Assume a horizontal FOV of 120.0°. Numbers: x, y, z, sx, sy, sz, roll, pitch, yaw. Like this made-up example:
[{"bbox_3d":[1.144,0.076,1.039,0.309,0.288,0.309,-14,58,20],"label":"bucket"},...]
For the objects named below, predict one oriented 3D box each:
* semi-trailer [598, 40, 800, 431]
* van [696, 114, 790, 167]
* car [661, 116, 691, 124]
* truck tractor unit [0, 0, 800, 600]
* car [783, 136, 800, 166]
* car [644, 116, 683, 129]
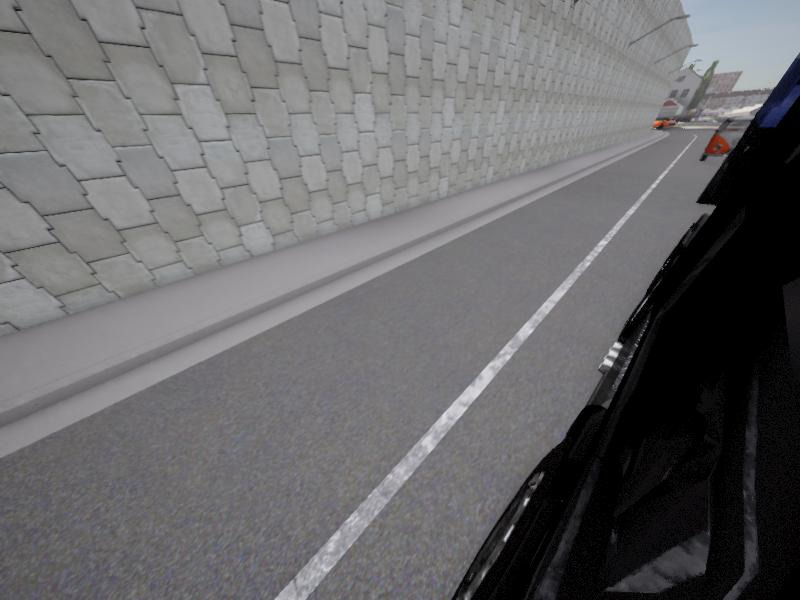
[{"bbox_3d":[8.700,-3.606,4.223,14.254,4.402,2.717,-28,44,-30],"label":"semi-trailer"},{"bbox_3d":[17.819,-8.537,12.246,4.442,1.987,1.775,-31,45,-32],"label":"van"},{"bbox_3d":[72.274,-47.097,60.581,4.892,1.490,1.837,-1,37,2],"label":"car"},{"bbox_3d":[2.645,-0.295,0.351,6.516,4.208,3.053,-28,44,-30],"label":"truck tractor unit"},{"bbox_3d":[21.120,-7.486,10.899,4.611,1.667,2.242,-31,45,-32],"label":"car"},{"bbox_3d":[49.847,-33.671,43.872,2.097,1.767,4.553,0,37,4],"label":"car"}]
